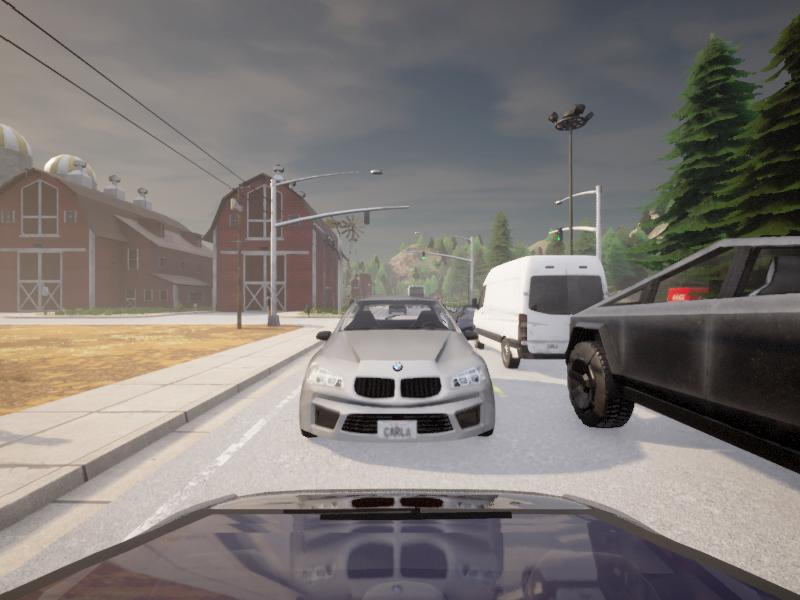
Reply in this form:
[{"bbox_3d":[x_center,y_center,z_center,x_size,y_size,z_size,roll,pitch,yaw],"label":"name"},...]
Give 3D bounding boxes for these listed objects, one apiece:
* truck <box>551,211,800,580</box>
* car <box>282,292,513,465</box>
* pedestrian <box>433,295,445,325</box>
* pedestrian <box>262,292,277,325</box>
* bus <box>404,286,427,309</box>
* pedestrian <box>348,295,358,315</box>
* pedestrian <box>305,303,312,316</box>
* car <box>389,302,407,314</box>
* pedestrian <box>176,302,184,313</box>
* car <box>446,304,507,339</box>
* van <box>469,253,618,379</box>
[{"bbox_3d":[3.469,0.542,2.867,2.390,2.098,6.274,0,0,0],"label":"truck"},{"bbox_3d":[-0.044,0.756,6.178,2.242,1.667,4.611,0,0,-1],"label":"car"},{"bbox_3d":[2.426,0.626,24.918,0.751,1.860,0.751,0,0,7],"label":"pedestrian"},{"bbox_3d":[-7.390,0.462,22.647,0.751,1.860,0.751,0,0,-20],"label":"pedestrian"},{"bbox_3d":[2.945,-0.533,79.145,3.944,4.253,10.273,0,0,0],"label":"bus"},{"bbox_3d":[-4.396,0.474,37.213,0.751,1.860,0.751,0,0,11],"label":"pedestrian"},{"bbox_3d":[-8.072,0.838,35.331,0.500,1.100,0.500,0,0,-34],"label":"pedestrian"},{"bbox_3d":[-0.261,0.907,47.123,1.994,1.385,4.181,0,0,0],"label":"car"},{"bbox_3d":[-22.131,0.719,40.239,0.500,1.100,0.500,0,0,12],"label":"pedestrian"},{"bbox_3d":[3.392,0.907,18.612,1.994,1.385,4.181,0,0,0],"label":"car"},{"bbox_3d":[3.437,0.323,11.109,1.988,2.561,5.915,0,0,0],"label":"van"}]
